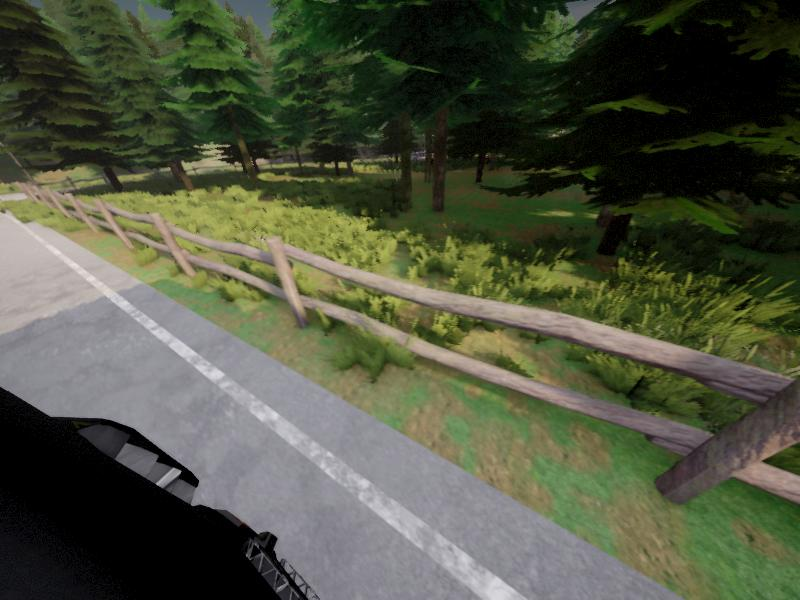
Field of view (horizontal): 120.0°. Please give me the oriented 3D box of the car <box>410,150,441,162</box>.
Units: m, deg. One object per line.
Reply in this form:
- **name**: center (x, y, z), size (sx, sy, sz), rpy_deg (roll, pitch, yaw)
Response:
- **car**: center (3.978, -22.744, 36.428), size (4.674, 1.442, 1.812), rpy_deg (-4, 34, -2)
